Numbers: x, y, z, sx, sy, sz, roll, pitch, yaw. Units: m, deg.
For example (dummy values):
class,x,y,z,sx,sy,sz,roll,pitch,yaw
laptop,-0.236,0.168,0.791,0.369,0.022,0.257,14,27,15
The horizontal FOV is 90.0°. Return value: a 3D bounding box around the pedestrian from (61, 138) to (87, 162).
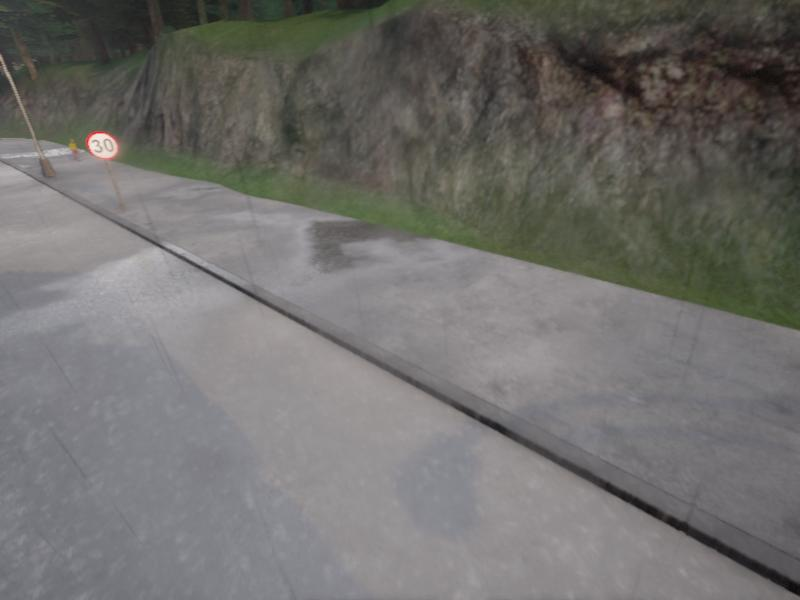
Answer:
class,x,y,z,sx,sy,sz,roll,pitch,yaw
pedestrian,-16.502,-7.593,20.243,0.500,1.100,0.500,5,28,12
